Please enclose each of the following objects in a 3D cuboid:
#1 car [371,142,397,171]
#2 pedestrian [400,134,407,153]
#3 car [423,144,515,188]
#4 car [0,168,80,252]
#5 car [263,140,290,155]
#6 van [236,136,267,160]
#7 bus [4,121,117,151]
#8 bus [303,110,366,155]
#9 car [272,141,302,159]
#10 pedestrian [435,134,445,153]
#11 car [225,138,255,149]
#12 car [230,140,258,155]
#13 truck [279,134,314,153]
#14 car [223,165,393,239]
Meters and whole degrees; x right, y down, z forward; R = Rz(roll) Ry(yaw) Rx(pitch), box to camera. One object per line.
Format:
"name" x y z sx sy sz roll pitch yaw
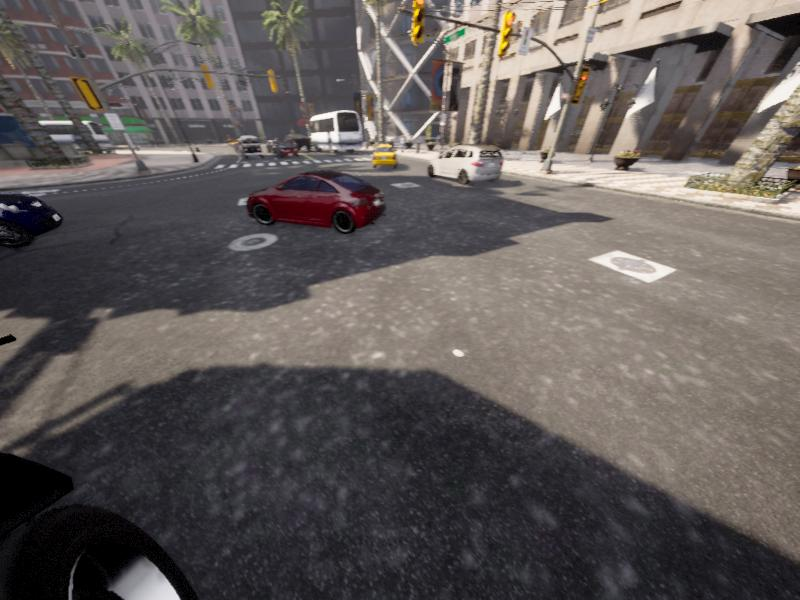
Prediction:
"car" -1.238 -11.657 18.527 1.801 1.575 5.366 -2 36 -2
"pedestrian" 0.390 -19.298 28.489 0.751 1.860 0.751 3 36 5
"car" 3.455 -7.601 12.797 2.242 1.667 4.611 -17 38 -21
"car" -10.741 -1.847 5.179 3.633 1.501 1.845 -24 42 -28
"car" -16.691 -20.677 31.222 1.970 1.475 3.806 -26 43 -31
"van" -16.322 -16.777 25.368 2.069 2.038 4.480 -19 40 -23
"bus" -60.676 -29.791 41.935 10.273 4.253 3.944 -12 38 -16
"bus" -8.952 -22.309 31.010 3.944 4.253 10.273 -23 41 -27
"car" -13.287 -17.643 27.000 2.163 1.488 4.792 -19 40 -24
"pedestrian" 4.652 -18.350 27.132 0.751 1.860 0.751 -12 38 -16
"car" -29.596 -29.015 42.770 5.366 1.575 1.801 17 40 23
"car" -21.001 -20.561 31.068 1.845 1.501 3.633 -30 45 -34
"truck" -15.368 -23.279 34.259 2.390 2.098 6.274 -26 43 -31
"car" -2.524 -3.099 6.939 4.181 1.385 1.994 11 37 15
